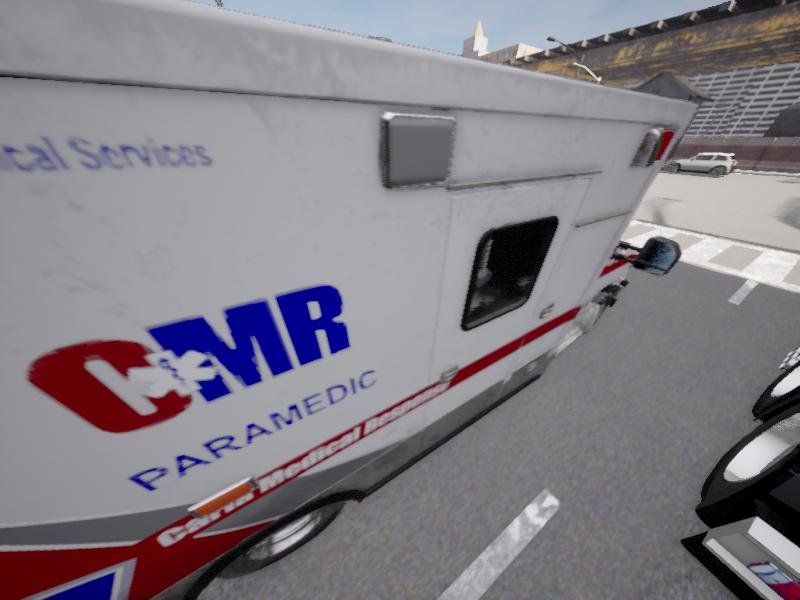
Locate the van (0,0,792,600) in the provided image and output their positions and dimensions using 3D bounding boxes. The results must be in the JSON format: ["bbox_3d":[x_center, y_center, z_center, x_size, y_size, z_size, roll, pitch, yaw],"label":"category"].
[{"bbox_3d":[0.004,-0.227,2.188,6.366,2.431,2.351,-18,39,-24],"label":"van"}]

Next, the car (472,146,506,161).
[{"bbox_3d":[11.457,-19.052,29.969,1.789,1.549,3.705,-18,39,-24],"label":"car"}]

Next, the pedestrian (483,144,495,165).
[{"bbox_3d":[9.244,-15.155,24.071,0.751,1.860,0.751,15,38,20],"label":"pedestrian"}]

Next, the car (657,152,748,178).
[{"bbox_3d":[23.767,-10.783,18.337,1.970,1.475,3.806,-18,39,-24],"label":"car"}]

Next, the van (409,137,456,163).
[{"bbox_3d":[3.882,-18.994,29.057,2.351,2.431,6.366,-18,39,-24],"label":"van"}]

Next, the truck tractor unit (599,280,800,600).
[{"bbox_3d":[5.142,-0.267,0.741,6.516,4.208,3.053,-17,39,-23],"label":"truck tractor unit"}]

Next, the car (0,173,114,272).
[{"bbox_3d":[-9.767,-1.286,4.386,5.008,1.535,1.882,-18,39,-24],"label":"car"}]

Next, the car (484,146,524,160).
[{"bbox_3d":[14.203,-20.278,31.848,1.812,1.442,4.674,-18,39,-24],"label":"car"}]

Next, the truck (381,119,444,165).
[{"bbox_3d":[1.084,-18.285,26.796,2.891,3.827,8.468,-18,39,-24],"label":"truck"}]

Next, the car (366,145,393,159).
[{"bbox_3d":[-2.961,-21.347,33.168,1.837,1.490,4.892,-18,39,-25],"label":"car"}]
